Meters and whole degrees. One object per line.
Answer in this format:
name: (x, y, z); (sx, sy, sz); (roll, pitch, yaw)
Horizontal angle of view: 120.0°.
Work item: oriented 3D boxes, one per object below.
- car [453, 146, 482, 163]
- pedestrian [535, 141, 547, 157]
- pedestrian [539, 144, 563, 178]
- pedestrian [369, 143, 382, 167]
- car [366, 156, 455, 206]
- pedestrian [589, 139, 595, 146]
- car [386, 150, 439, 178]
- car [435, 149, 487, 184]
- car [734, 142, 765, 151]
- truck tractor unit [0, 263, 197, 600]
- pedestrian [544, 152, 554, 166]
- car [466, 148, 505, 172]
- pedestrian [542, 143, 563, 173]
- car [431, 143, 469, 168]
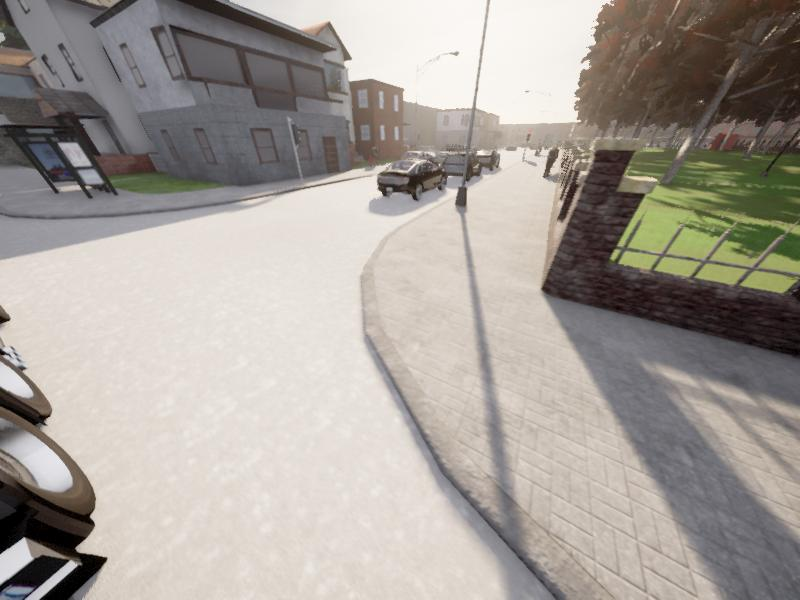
car: (8.424, -18.127, 28.627); (1.837, 1.490, 4.892); (18, 39, 24)
pedestrian: (19.874, -21.378, 32.672); (0.751, 1.860, 0.751); (-30, 44, -35)
pedestrian: (9.942, -9.197, 15.267); (0.751, 1.860, 0.751); (18, 39, 25)
pedestrian: (-2.225, -13.346, 21.295); (0.751, 1.860, 0.751); (14, 37, 20)
car: (0.764, -6.015, 11.292); (2.128, 1.511, 4.902); (18, 39, 25)
pedestrian: (60.053, -49.261, 72.383); (0.751, 1.860, 0.751); (-29, 44, -35)
car: (1.126, -10.925, 18.332); (2.128, 1.511, 4.902); (18, 39, 24)
car: (4.306, -9.348, 15.947); (2.033, 1.649, 4.856); (17, 38, 23)
car: (84.700, -37.273, 56.111); (2.152, 1.651, 5.027); (18, 39, 24)
truck tractor unit: (-5.116, -0.293, 0.793); (6.516, 4.208, 3.053); (18, 39, 24)
pedestrian: (14.216, -13.468, 22.029); (0.500, 1.100, 0.500); (14, 37, 19)
car: (7.796, -12.687, 20.815); (2.128, 1.511, 4.902); (16, 38, 22)
pedestrian: (11.305, -10.546, 17.193); (0.751, 1.860, 0.751); (18, 39, 24)
car: (5.123, -14.686, 23.378); (1.932, 1.855, 4.605); (20, 40, 27)
